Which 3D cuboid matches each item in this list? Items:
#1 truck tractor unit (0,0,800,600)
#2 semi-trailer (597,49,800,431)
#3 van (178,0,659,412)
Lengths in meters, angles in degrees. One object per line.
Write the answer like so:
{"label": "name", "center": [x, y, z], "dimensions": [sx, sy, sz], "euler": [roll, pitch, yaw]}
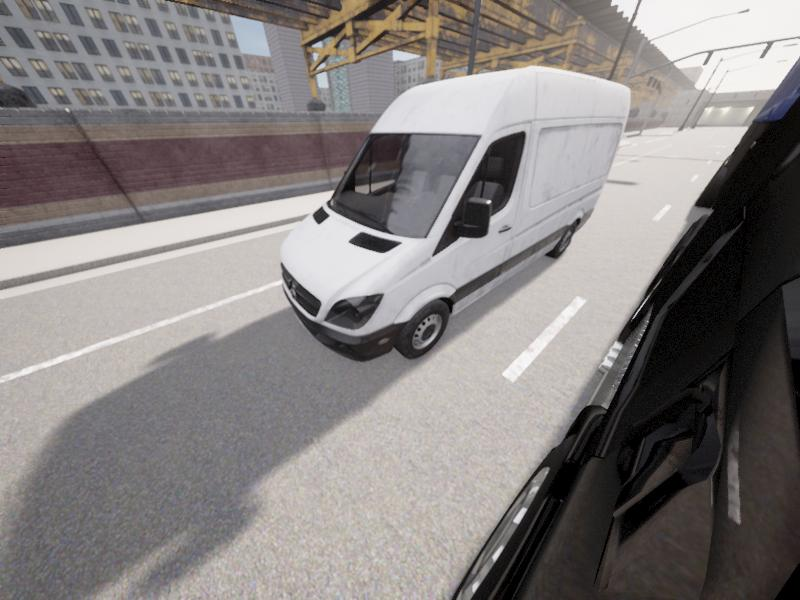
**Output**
{"label": "truck tractor unit", "center": [2.645, -0.295, 0.351], "dimensions": [6.516, 4.208, 3.053], "euler": [-28, 44, -30]}
{"label": "semi-trailer", "center": [8.729, -3.532, 4.271], "dimensions": [14.254, 4.402, 2.717], "euler": [-27, 44, -30]}
{"label": "van", "center": [1.151, -1.603, 3.496], "dimensions": [5.915, 2.561, 1.988], "euler": [-27, 44, -30]}
